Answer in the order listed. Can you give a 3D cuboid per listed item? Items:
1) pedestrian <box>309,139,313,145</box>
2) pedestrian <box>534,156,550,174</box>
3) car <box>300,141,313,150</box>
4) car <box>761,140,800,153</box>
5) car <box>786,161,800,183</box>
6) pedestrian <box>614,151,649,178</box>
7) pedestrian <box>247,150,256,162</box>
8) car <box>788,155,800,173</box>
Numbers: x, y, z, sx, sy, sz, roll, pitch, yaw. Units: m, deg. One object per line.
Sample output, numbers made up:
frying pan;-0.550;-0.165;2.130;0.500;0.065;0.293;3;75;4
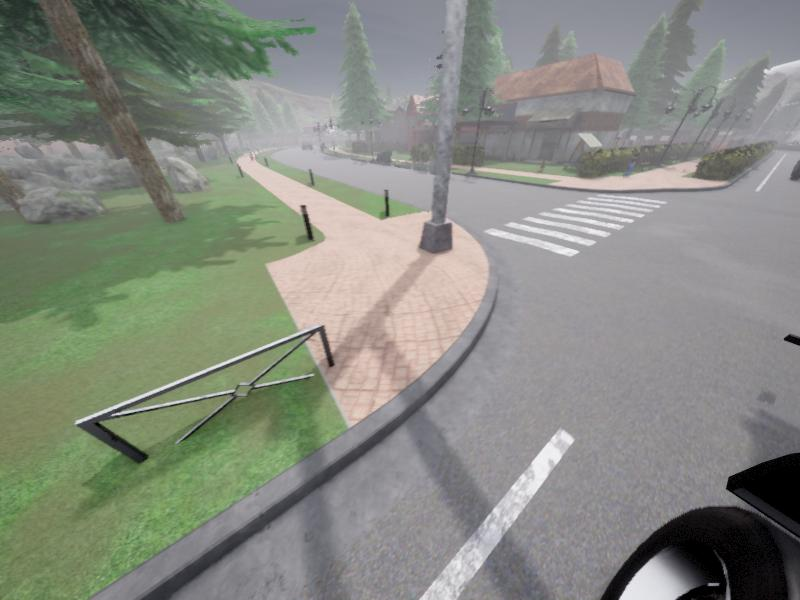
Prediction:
pedestrian;-32.741;-58.137;84.876;0.751;1.860;0.751;2;35;4
pedestrian;10.096;-9.594;16.408;0.500;1.100;0.500;-19;39;-24
car;-22.259;-37.102;55.361;2.097;1.767;4.553;-8;36;-10
car;65.635;-25.861;38.826;2.242;1.667;4.611;-6;36;-8
car;25.198;-7.966;13.527;4.856;1.649;2.033;-22;41;-28
pedestrian;13.834;-8.131;13.847;0.751;1.300;0.751;-1;35;-1
pedestrian;-16.597;-16.066;25.832;0.500;1.100;0.500;-22;40;-27
car;30.758;-10.215;16.759;4.902;1.511;2.128;-22;41;-28
